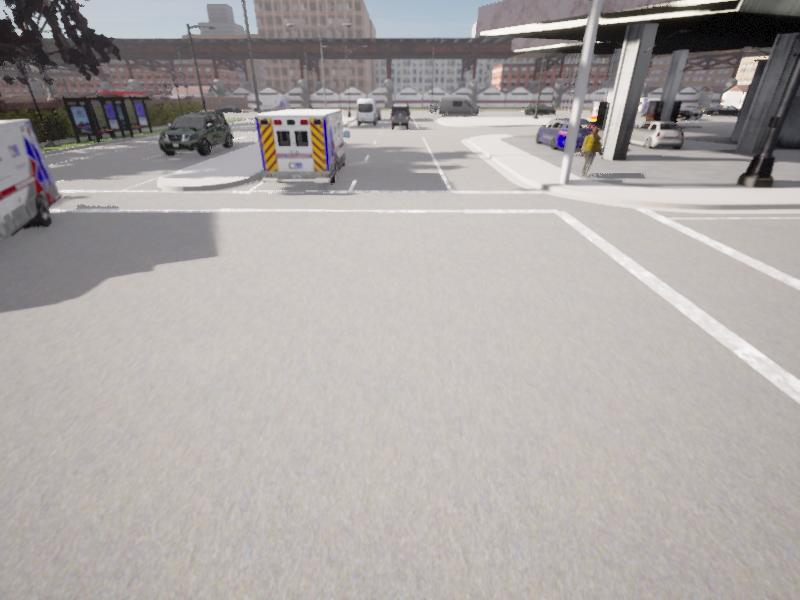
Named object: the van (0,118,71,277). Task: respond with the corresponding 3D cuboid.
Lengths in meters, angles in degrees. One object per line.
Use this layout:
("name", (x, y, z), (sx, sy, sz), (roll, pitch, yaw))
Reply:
("van", (-9.427, -2.191, 8.208), (2.351, 2.431, 6.366), (-13, 30, -21))

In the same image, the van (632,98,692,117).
("van", (37.632, -27.813, 57.701), (6.366, 2.431, 2.351), (4, 28, 9))

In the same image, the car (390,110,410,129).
("car", (0.015, -17.625, 39.054), (1.845, 1.501, 3.633), (0, 27, 0))

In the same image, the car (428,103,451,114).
("car", (6.610, -32.460, 67.723), (3.705, 1.549, 1.789), (0, 27, 0))

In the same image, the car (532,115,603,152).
("car", (9.722, -9.942, 23.738), (2.242, 1.667, 4.611), (0, 27, 0))

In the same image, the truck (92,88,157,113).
("truck", (-48.389, -35.173, 70.511), (8.468, 3.827, 2.891), (1, 27, 0))

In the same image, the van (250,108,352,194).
("van", (-3.487, -6.122, 15.805), (2.351, 2.431, 6.366), (0, 27, 0))

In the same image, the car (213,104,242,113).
("car", (-30.587, -34.015, 71.023), (4.181, 1.385, 1.994), (0, 27, 0))

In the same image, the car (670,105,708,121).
("car", (36.126, -23.381, 49.988), (5.238, 1.638, 1.930), (-19, 33, -32))

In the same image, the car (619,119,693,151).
("car", (15.467, -10.155, 24.486), (1.970, 1.475, 3.806), (0, 27, 0))

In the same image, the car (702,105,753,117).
("car", (47.614, -27.546, 58.279), (5.357, 1.411, 2.033), (14, 30, 25))

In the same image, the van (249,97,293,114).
("van", (-21.729, -32.868, 67.640), (6.366, 2.431, 2.351), (0, 27, 0))

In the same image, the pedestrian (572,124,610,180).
("pedestrian", (6.987, -5.442, 14.705), (0.751, 1.860, 0.751), (4, 28, 8))

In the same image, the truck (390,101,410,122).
("truck", (0.056, -23.988, 50.755), (2.390, 2.098, 6.274), (0, 27, 1))

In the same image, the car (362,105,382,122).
("car", (-3.486, -23.454, 50.250), (2.152, 1.651, 5.027), (0, 27, 0))

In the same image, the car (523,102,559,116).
("car", (21.582, -29.333, 61.392), (4.553, 1.767, 2.097), (0, 27, 0))

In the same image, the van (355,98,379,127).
("van", (-3.481, -20.275, 43.092), (1.988, 2.561, 5.915), (0, 27, 0))

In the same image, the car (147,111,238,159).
("car", (-11.490, -9.506, 22.791), (2.150, 2.045, 5.566), (0, 27, 0))

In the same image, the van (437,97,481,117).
("van", (8.524, -28.065, 58.163), (5.915, 2.561, 1.988), (0, 27, 0))
